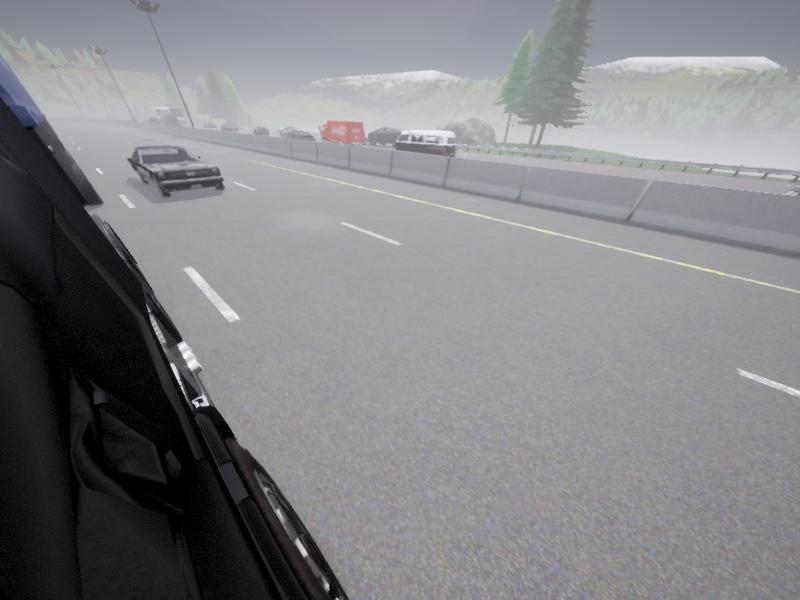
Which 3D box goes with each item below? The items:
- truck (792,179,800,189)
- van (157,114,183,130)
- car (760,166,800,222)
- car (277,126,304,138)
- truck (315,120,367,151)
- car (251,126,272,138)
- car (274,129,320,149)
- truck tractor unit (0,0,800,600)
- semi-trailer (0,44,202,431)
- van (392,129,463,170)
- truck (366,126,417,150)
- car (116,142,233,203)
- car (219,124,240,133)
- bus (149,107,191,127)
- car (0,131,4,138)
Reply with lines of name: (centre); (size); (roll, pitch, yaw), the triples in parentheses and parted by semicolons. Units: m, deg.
truck: (26.121, -6.092, 11.460); (6.274, 2.098, 2.390); (28, 44, 30)
van: (-49.131, -38.041, 49.395); (5.915, 2.561, 1.988); (28, 44, 30)
car: (16.092, -2.948, 7.198); (4.902, 1.511, 2.128); (28, 44, 30)
car: (-19.684, -30.174, 41.428); (4.974, 1.542, 2.038); (28, 44, 30)
truck: (-6.437, -18.056, 25.255); (5.204, 2.467, 2.627); (28, 44, 30)
car: (-22.949, -27.877, 38.236); (1.816, 1.474, 4.193); (-23, 44, -30)
car: (-11.085, -17.389, 24.904); (4.902, 1.511, 2.128); (28, 44, 30)
truck tractor unit: (-2.645, -0.295, 0.352); (6.516, 4.208, 3.053); (28, 44, 30)
semi-trailer: (-8.704, -3.592, 4.236); (14.254, 4.402, 2.717); (28, 44, 30)
van: (1.782, -10.772, 16.372); (4.480, 2.038, 2.069); (28, 44, 30)
truck: (-1.183, -20.600, 29.248); (6.274, 2.098, 2.390); (28, 44, 30)
car: (-8.508, -4.959, 8.671); (4.718, 1.301, 1.895); (28, 44, 30)
car: (-35.730, -35.887, 48.335); (4.718, 1.301, 1.895); (28, 44, 30)
bus: (-64.876, -51.621, 65.182); (10.273, 4.253, 3.944); (22, 41, 24)
car: (-40.831, -16.753, 22.346); (3.705, 1.549, 1.789); (28, 44, 30)
